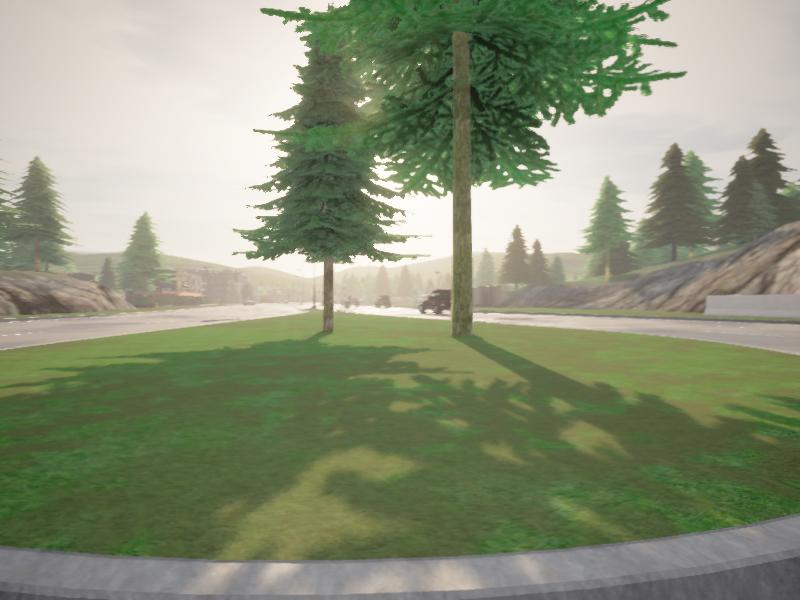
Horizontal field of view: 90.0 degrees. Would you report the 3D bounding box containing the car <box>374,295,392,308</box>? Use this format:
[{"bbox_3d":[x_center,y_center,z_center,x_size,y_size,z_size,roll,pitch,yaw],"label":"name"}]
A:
[{"bbox_3d":[-2.646,0.254,61.761,1.905,1.878,3.866,0,0,-15],"label":"car"}]

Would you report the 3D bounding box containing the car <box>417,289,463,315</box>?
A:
[{"bbox_3d":[3.034,0.152,30.977,1.905,1.878,3.866,0,0,-24],"label":"car"}]
